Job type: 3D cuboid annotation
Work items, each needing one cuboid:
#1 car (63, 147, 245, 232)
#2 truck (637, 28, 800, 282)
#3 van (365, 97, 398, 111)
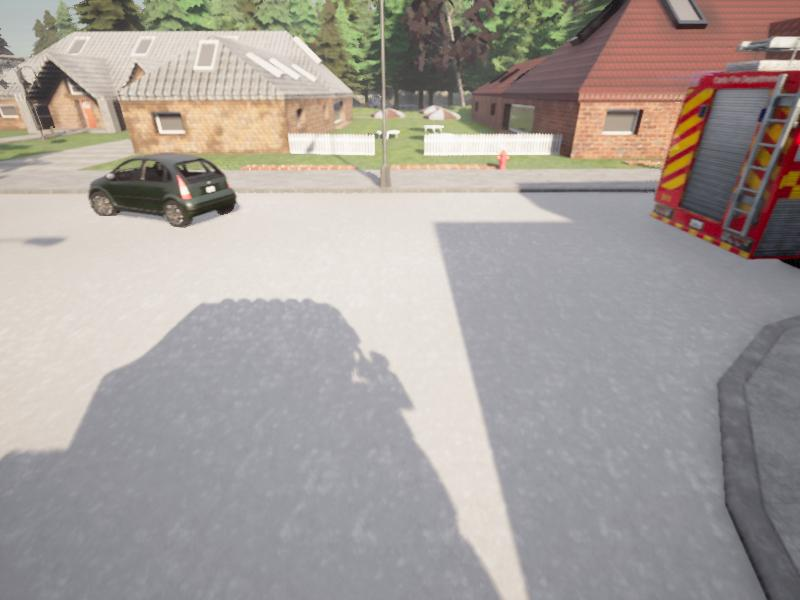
[{"bbox_3d":[-6.573,-3.116,10.866,3.988,1.617,1.851,11,29,20],"label":"car"},{"bbox_3d":[10.050,-2.816,7.742,8.468,3.827,2.891,-2,27,-3],"label":"truck"},{"bbox_3d":[-3.661,-39.563,80.788,6.366,2.431,2.351,0,27,0],"label":"van"}]
